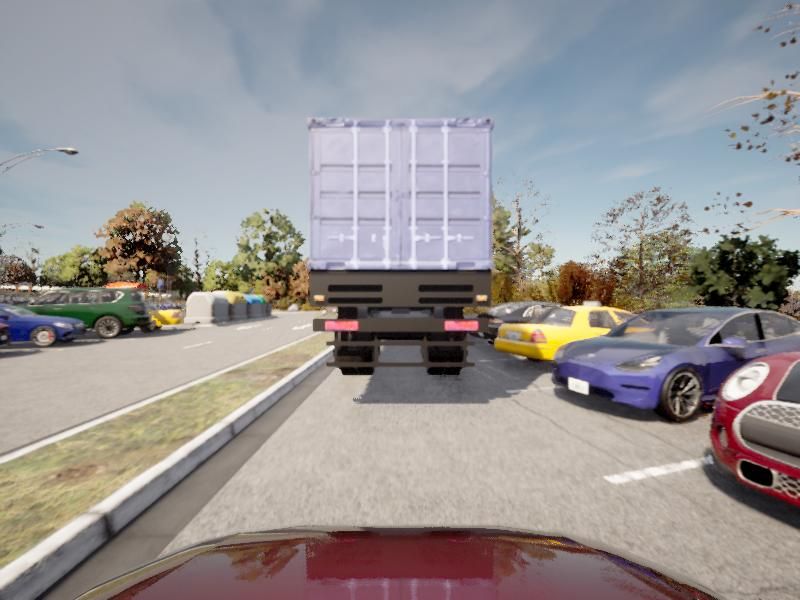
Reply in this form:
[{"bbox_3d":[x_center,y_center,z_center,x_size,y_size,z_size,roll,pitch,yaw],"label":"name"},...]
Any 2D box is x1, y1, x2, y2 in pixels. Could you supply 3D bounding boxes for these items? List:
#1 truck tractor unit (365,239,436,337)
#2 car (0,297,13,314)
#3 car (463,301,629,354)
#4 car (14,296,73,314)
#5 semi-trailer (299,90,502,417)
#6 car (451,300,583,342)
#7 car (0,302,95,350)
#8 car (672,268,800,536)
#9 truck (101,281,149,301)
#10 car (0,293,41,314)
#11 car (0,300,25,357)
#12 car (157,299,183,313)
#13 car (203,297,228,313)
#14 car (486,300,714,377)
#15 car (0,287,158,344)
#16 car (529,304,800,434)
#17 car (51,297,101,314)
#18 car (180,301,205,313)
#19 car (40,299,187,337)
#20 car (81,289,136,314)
[{"bbox_3d":[0.023,-0.535,20.415,3.053,4.208,6.516,0,0,0],"label":"truck tractor unit"},{"bbox_3d":[-37.879,0.468,36.241,1.946,1.575,5.366,0,-1,-19],"label":"car"},{"bbox_3d":[4.837,0.825,13.351,4.892,1.521,2.231,1,0,-20],"label":"car"},{"bbox_3d":[-31.894,0.468,35.981,2.231,1.521,4.892,0,-1,-19],"label":"car"},{"bbox_3d":[0.015,-0.625,12.503,2.717,4.402,14.254,0,0,0],"label":"semi-trailer"},{"bbox_3d":[4.853,0.822,16.745,4.892,1.521,2.231,1,0,-20],"label":"car"},{"bbox_3d":[-13.304,0.844,13.267,4.674,1.452,2.002,-1,0,-20],"label":"car"},{"bbox_3d":[4.862,0.703,3.182,4.553,1.767,2.185,1,0,-20],"label":"car"},{"bbox_3d":[-41.153,-1.369,59.947,5.204,2.467,2.627,4,-2,1],"label":"truck"},{"bbox_3d":[-34.845,0.342,36.000,2.185,1.767,4.553,0,-1,-19],"label":"car"},{"bbox_3d":[-13.322,0.807,10.242,5.008,1.535,2.097,-1,0,-20],"label":"car"},{"bbox_3d":[-30.332,0.847,52.881,2.185,1.767,4.553,1,-3,-19],"label":"car"},{"bbox_3d":[-24.313,0.723,52.853,2.435,2.045,5.566,1,-3,-19],"label":"car"},{"bbox_3d":[5.010,0.825,10.026,5.366,1.575,1.946,1,0,-20],"label":"car"},{"bbox_3d":[-13.317,0.544,16.268,5.566,2.045,2.435,-1,0,-20],"label":"car"},{"bbox_3d":[4.809,0.856,6.551,4.792,1.488,2.163,1,0,-20],"label":"car"},{"bbox_3d":[-28.937,0.507,35.943,2.002,1.452,4.674,1,-1,-19],"label":"car"},{"bbox_3d":[-27.317,0.975,52.870,2.231,1.521,4.892,1,-3,-19],"label":"car"},{"bbox_3d":[-13.451,0.778,19.243,5.366,1.575,1.946,-1,1,-20],"label":"car"},{"bbox_3d":[-25.961,0.214,35.883,2.435,2.045,5.566,1,-1,-19],"label":"car"}]
